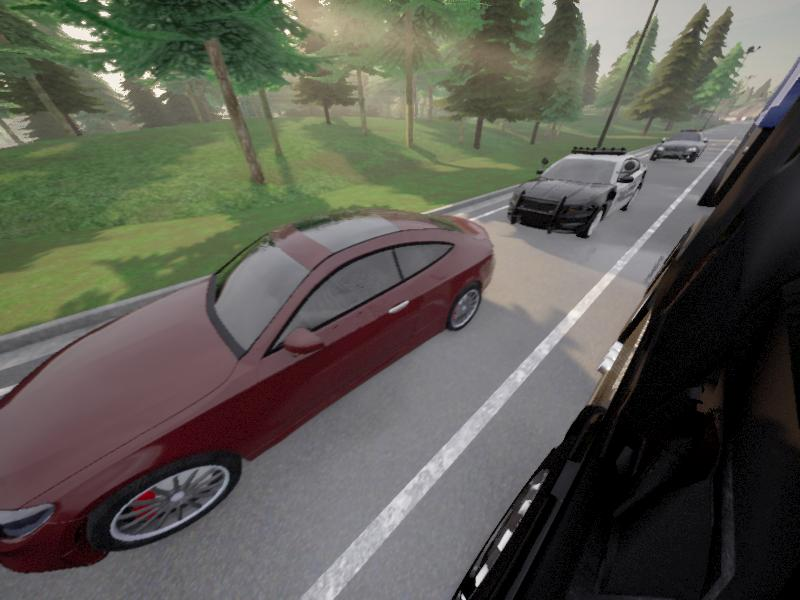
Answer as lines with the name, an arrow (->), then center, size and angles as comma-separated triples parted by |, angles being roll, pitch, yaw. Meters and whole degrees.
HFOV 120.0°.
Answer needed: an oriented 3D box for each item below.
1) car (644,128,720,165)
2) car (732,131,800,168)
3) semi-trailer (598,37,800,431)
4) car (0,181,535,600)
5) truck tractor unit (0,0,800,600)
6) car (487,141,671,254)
car -> 17.838, -9.770, 14.594 | 4.974, 1.542, 2.038 | -28, 43, -30
car -> 20.398, -8.330, 12.642 | 4.181, 1.385, 1.994 | -27, 43, -30
semi-trailer -> 8.716, -3.566, 4.249 | 14.254, 4.402, 2.717 | -28, 43, -30
car -> -0.772, -0.071, 2.542 | 4.674, 1.442, 1.812 | -27, 43, -30
truck tractor unit -> 2.645, -0.295, 0.351 | 6.516, 4.208, 3.053 | -28, 44, -30
car -> 4.826, -3.062, 6.125 | 5.238, 1.638, 1.930 | -27, 43, -30
